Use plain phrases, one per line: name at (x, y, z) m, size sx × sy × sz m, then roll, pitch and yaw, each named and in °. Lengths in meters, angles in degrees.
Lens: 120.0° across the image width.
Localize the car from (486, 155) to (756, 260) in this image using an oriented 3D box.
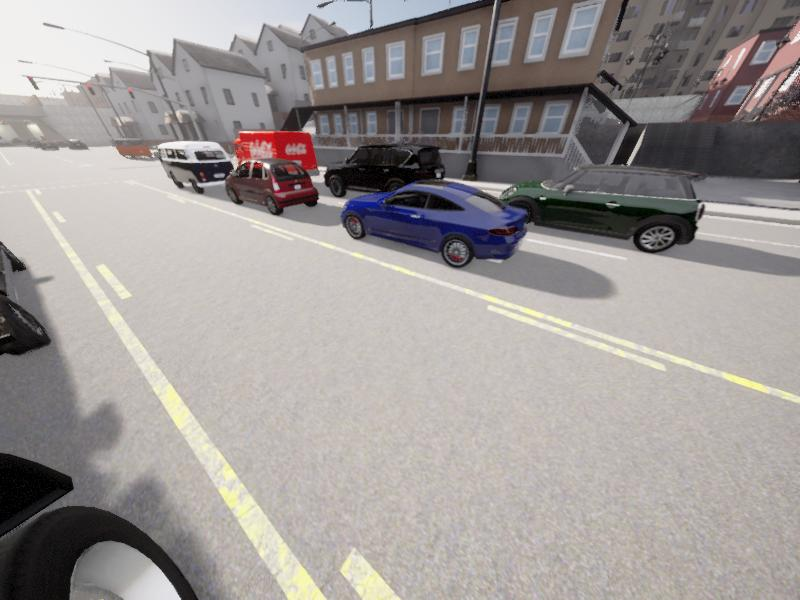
car at (5.182, -2.865, 6.455) m, size 4.553 × 1.767 × 2.097 m, roll 22°, pitch 41°, yaw 28°

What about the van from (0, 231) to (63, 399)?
van at (-6.853, -0.688, 2.602) m, size 5.915 × 2.561 × 1.988 m, roll 21°, pitch 40°, yaw 28°

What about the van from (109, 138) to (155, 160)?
van at (-31.724, -17.931, 27.363) m, size 4.442 × 1.987 × 1.775 m, roll 18°, pitch 39°, yaw 23°

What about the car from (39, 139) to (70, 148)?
car at (-78.192, -35.421, 52.257) m, size 4.674 × 1.442 × 1.812 m, roll 9°, pitch 36°, yaw 11°

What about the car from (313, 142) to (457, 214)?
car at (-0.776, -5.352, 9.715) m, size 5.566 × 2.045 × 2.150 m, roll 22°, pitch 41°, yaw 28°

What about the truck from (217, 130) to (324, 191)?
truck at (-7.300, -8.081, 13.166) m, size 5.204 × 2.467 × 2.627 m, roll 23°, pitch 41°, yaw 29°

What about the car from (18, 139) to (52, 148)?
car at (-77.559, -33.315, 49.106) m, size 5.238 × 1.638 × 1.930 m, roll 12°, pitch 37°, yaw 16°

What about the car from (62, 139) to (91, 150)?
car at (-62.687, -30.083, 44.725) m, size 4.611 × 1.667 × 2.242 m, roll 22°, pitch 41°, yaw 28°

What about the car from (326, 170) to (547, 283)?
car at (0.594, -2.110, 5.650) m, size 4.674 × 1.442 × 1.812 m, roll 22°, pitch 41°, yaw 28°

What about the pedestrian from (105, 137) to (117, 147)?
pedestrian at (-61.623, -33.719, 49.313) m, size 0.751 × 1.860 × 0.751 m, roll 21°, pitch 40°, yaw 27°

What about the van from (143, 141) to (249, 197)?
van at (-10.091, -6.663, 11.503) m, size 4.480 × 2.038 × 2.069 m, roll 22°, pitch 41°, yaw 27°

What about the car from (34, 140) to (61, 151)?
car at (-64.827, -28.455, 42.478) m, size 4.514 × 1.525 × 2.007 m, roll 22°, pitch 41°, yaw 28°

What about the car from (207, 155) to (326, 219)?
car at (-5.041, -4.453, 8.786) m, size 3.988 × 1.617 × 1.851 m, roll 22°, pitch 41°, yaw 28°
